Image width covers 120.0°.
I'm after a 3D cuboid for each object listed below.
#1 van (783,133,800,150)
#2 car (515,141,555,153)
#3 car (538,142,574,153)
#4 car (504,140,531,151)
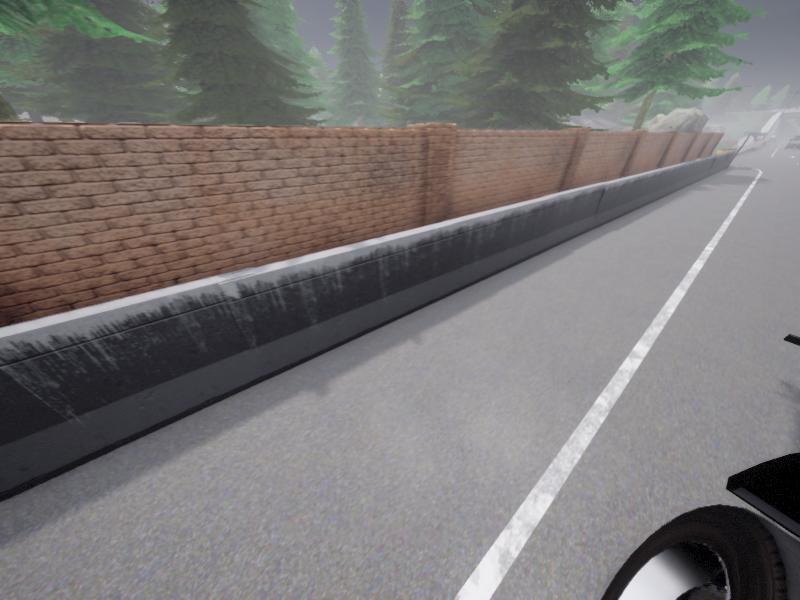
[{"bbox_3d":[73.300,-29.149,42.410,5.915,2.561,1.988,-24,41,-28],"label":"van"},{"bbox_3d":[21.790,-24.925,37.530,2.128,1.511,4.902,-23,41,-28],"label":"car"},{"bbox_3d":[25.627,-25.269,38.101,1.994,1.385,4.181,-22,41,-28],"label":"car"},{"bbox_3d":[21.617,-28.530,42.630,1.789,1.549,3.705,-23,41,-28],"label":"car"}]
